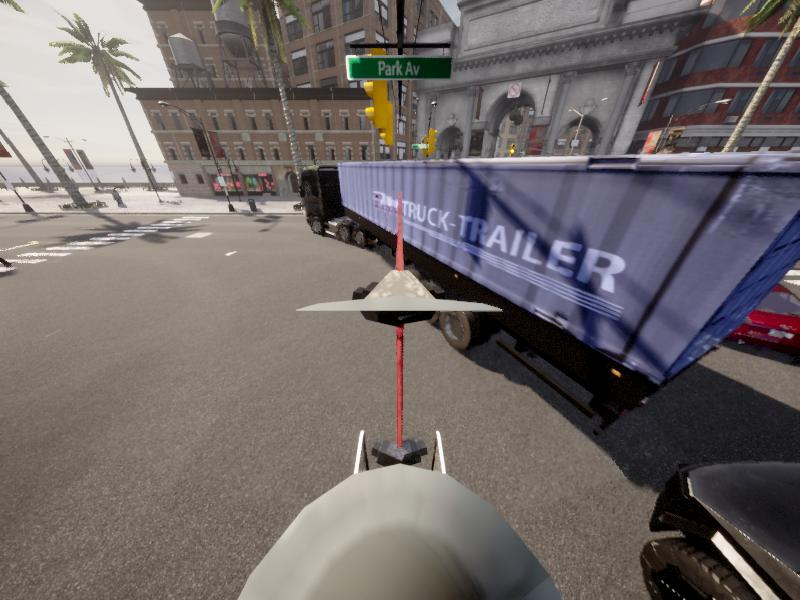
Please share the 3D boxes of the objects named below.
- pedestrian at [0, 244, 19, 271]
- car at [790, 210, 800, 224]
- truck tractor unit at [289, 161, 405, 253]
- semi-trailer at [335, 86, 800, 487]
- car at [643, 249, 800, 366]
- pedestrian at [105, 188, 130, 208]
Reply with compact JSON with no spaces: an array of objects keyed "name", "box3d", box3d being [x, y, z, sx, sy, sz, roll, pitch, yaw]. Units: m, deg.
[{"name":"pedestrian","box3d":[-18.010,-2.200,9.907,0.751,1.860,0.751,1,30,1]},{"name":"car","box3d":[34.464,-6.633,17.701,4.553,1.767,2.097,0,30,1]},{"name":"truck tractor unit","box3d":[-3.223,-5.972,14.120,6.516,4.208,3.053,24,38,34]},{"name":"semi-trailer","box3d":[0.816,-2.728,8.299,2.717,4.402,14.254,-13,32,-22]},{"name":"car","box3d":[9.679,-0.132,6.866,1.994,1.385,4.181,14,33,23]},{"name":"pedestrian","box3d":[-30.398,-11.020,24.880,0.751,1.860,0.751,8,31,13]}]
